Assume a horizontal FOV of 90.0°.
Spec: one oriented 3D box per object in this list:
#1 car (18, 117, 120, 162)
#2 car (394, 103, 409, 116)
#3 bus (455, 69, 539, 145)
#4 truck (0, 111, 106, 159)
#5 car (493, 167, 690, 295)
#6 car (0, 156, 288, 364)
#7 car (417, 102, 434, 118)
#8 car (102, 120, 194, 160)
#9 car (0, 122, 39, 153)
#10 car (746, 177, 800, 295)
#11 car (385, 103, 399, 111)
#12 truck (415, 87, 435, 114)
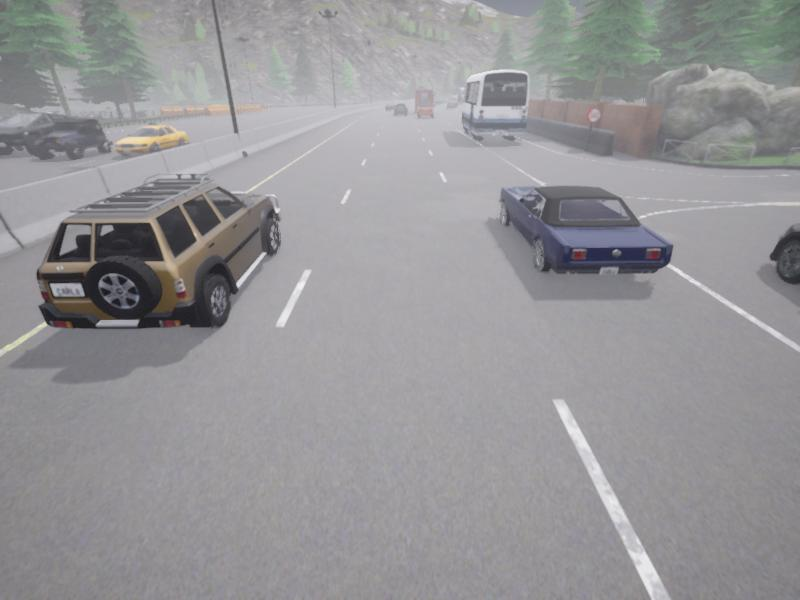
[{"bbox_3d":[-17.534,-8.690,21.494,1.905,1.878,3.866,0,27,0],"label":"car"},{"bbox_3d":[0.258,-29.229,61.204,2.033,1.649,4.856,2,27,4],"label":"car"},{"bbox_3d":[6.592,-14.359,29.582,3.944,4.253,10.273,1,28,2],"label":"bus"},{"bbox_3d":[-21.036,-9.945,23.731,2.390,2.098,6.274,0,27,0],"label":"truck"},{"bbox_3d":[3.485,-1.759,8.507,1.895,1.301,4.718,0,27,0],"label":"car"},{"bbox_3d":[-3.511,-1.079,6.646,1.932,1.855,4.605,0,27,0],"label":"car"},{"bbox_3d":[3.503,-26.418,55.561,2.097,1.767,4.553,0,27,1],"label":"car"},{"bbox_3d":[-14.035,-9.203,22.779,1.801,1.575,5.366,0,27,0],"label":"car"},{"bbox_3d":[-24.532,-9.443,23.445,2.128,1.511,4.902,0,27,0],"label":"car"},{"bbox_3d":[7.506,-0.306,5.294,2.033,1.649,4.856,4,28,8],"label":"car"},{"bbox_3d":[-1.513,-36.764,76.122,1.895,1.301,4.718,4,28,9],"label":"car"},{"bbox_3d":[4.289,-33.721,67.434,2.891,3.827,8.468,3,28,6],"label":"truck"}]
